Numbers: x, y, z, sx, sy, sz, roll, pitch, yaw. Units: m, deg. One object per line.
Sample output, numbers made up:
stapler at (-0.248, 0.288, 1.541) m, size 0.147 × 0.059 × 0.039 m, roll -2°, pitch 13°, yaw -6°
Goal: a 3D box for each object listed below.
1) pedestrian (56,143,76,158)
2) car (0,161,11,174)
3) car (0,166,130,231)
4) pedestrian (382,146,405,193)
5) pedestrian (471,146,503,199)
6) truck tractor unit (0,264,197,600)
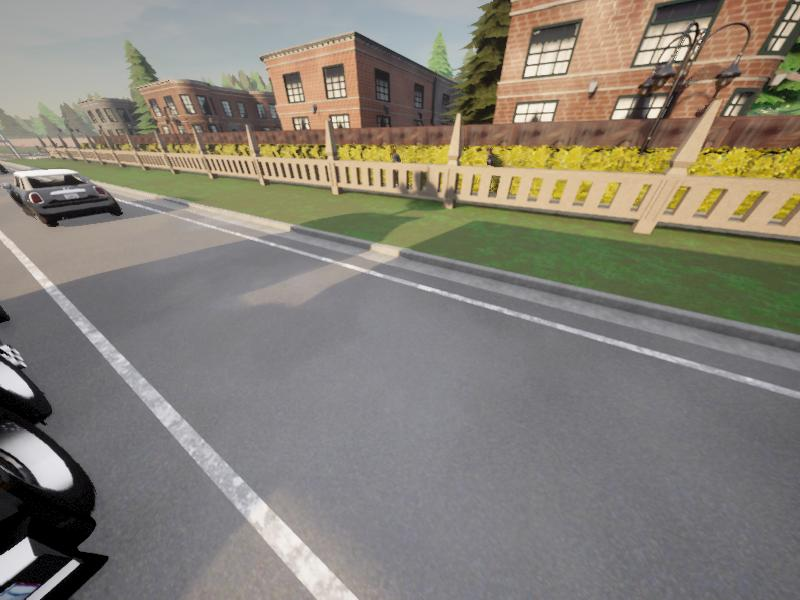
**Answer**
pedestrian at (-49.550, -22.164, 34.295) m, size 0.751 × 1.860 × 0.751 m, roll 17°, pitch 38°, yaw 23°
car at (-36.485, -11.970, 19.693) m, size 5.566 × 2.045 × 2.150 m, roll 17°, pitch 39°, yaw 24°
car at (-12.159, -3.790, 8.249) m, size 3.806 × 1.475 × 1.970 m, roll 18°, pitch 39°, yaw 24°
pedestrian at (-0.276, -6.146, 10.889) m, size 0.751 × 1.860 × 0.751 m, roll 17°, pitch 39°, yaw 24°
pedestrian at (3.674, -5.408, 9.796) m, size 0.751 × 1.860 × 0.751 m, roll 19°, pitch 39°, yaw 25°
truck tractor unit at (-5.108, -0.305, 0.775) m, size 6.516 × 4.208 × 3.053 m, roll 19°, pitch 39°, yaw 24°
